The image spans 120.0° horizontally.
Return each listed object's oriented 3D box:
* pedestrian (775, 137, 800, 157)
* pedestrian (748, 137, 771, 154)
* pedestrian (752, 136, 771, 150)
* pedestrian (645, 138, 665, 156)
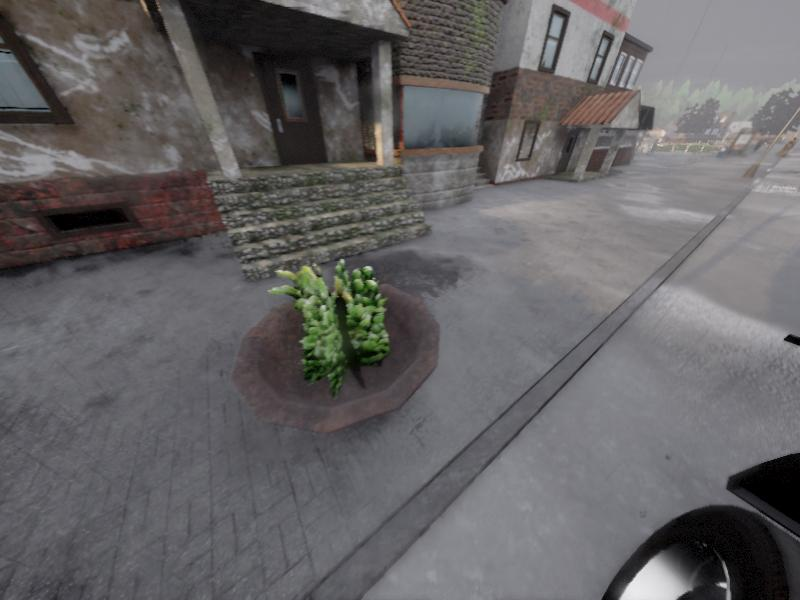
[{"bbox_3d":[44.643,-17.564,26.500,0.751,1.860,0.751,-11,37,-14],"label":"pedestrian"},{"bbox_3d":[48.580,-20.945,31.247,0.751,1.860,0.751,29,45,35],"label":"pedestrian"},{"bbox_3d":[58.471,-25.335,37.365,0.751,1.860,0.751,-22,41,-28],"label":"pedestrian"},{"bbox_3d":[31.305,-18.805,28.424,0.751,1.860,0.751,15,38,21],"label":"pedestrian"}]
